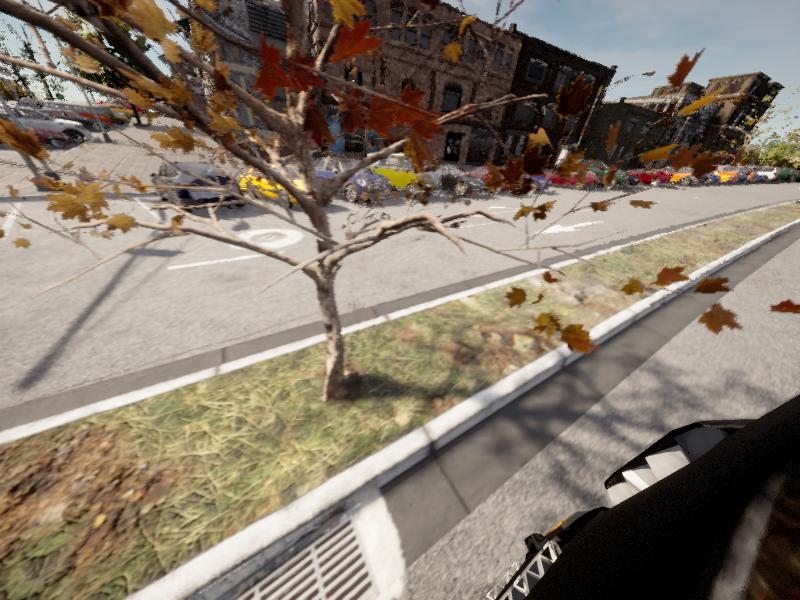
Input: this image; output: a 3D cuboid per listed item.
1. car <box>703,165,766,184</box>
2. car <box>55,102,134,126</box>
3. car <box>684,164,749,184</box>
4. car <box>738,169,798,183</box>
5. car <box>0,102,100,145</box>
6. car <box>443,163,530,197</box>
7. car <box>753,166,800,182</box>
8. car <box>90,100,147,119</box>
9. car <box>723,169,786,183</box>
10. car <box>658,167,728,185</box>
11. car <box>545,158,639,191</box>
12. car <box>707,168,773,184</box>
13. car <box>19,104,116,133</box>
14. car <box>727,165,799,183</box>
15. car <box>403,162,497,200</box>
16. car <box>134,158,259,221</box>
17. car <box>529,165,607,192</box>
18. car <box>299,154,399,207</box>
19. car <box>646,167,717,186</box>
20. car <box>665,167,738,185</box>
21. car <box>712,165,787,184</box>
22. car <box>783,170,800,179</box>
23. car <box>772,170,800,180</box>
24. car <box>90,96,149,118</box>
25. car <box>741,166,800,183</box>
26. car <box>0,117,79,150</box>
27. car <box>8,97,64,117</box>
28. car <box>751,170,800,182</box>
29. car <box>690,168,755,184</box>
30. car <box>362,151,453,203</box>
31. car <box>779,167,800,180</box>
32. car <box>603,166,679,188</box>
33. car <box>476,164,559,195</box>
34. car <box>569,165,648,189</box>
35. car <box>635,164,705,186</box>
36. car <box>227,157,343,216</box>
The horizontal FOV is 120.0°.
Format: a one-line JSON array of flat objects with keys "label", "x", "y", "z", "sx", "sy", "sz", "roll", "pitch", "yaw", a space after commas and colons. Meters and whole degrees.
[{"label": "car", "x": 46.266, "y": -17.596, "z": 32.201, "sx": 1.878, "sy": 1.987, "sz": 4.442, "roll": -26, "pitch": 42, "yaw": -37}, {"label": "car", "x": -36.617, "y": -22.371, "z": 27.953, "sx": 1.946, "sy": 1.575, "sz": 5.366, "roll": 28, "pitch": 40, "yaw": 24}, {"label": "car", "x": 40.774, "y": -16.418, "z": 30.021, "sx": 1.878, "sy": 1.987, "sz": 4.442, "roll": -26, "pitch": 42, "yaw": -37}, {"label": "car", "x": 59.906, "y": -20.340, "z": 37.805, "sx": 2.163, "sy": 1.488, "sz": 4.792, "roll": -26, "pitch": 42, "yaw": -37}, {"label": "car", "x": -26.488, "y": -12.572, "z": 16.448, "sx": 2.435, "sy": 2.045, "sz": 5.566, "roll": 28, "pitch": 40, "yaw": 24}, {"label": "car", "x": 5.446, "y": -7.920, "z": 15.065, "sx": 4.674, "sy": 1.452, "sz": 2.002, "roll": 27, "pitch": 40, "yaw": 33}, {"label": "car", "x": 68.147, "y": -22.331, "z": 40.904, "sx": 2.435, "sy": 2.045, "sz": 5.566, "roll": -26, "pitch": 42, "yaw": -37}, {"label": "car", "x": -45.168, "y": -30.624, "z": 37.284, "sx": 1.946, "sy": 1.575, "sz": 5.366, "roll": 27, "pitch": 40, "yaw": 24}, {"label": "car", "x": 54.400, "y": -19.208, "z": 35.642, "sx": 2.097, "sy": 1.535, "sz": 5.008, "roll": -26, "pitch": 42, "yaw": -37}, {"label": "car", "x": 35.195, "y": -15.088, "z": 28.017, "sx": 2.097, "sy": 1.535, "sz": 5.008, "roll": -27, "pitch": 42, "yaw": -38}, {"label": "car", "x": 16.188, "y": -10.877, "z": 19.797, "sx": 5.566, "sy": 2.045, "sz": 2.435, "roll": 28, "pitch": 40, "yaw": 34}, {"label": "car", "x": 48.917, "y": -18.039, "z": 33.476, "sx": 2.097, "sy": 1.535, "sz": 5.008, "roll": -26, "pitch": 42, "yaw": -37}, {"label": "car", "x": -31.632, "y": -17.319, "z": 22.195, "sx": 2.231, "sy": 1.521, "sz": 4.892, "roll": 28, "pitch": 40, "yaw": 24}, {"label": "car", "x": 57.127, "y": -20.012, "z": 36.599, "sx": 2.435, "sy": 2.045, "sz": 5.566, "roll": -27, "pitch": 42, "yaw": -37}, {"label": "car", "x": 2.788, "y": -7.257, "z": 13.797, "sx": 4.892, "sy": 1.521, "sz": 2.231, "roll": 27, "pitch": 40, "yaw": 33}, {"label": "car", "x": -7.796, "y": -4.428, "z": 8.803, "sx": 4.792, "sy": 1.488, "sz": 2.163, "roll": 26, "pitch": 40, "yaw": 32}, {"label": "car", "x": 13.463, "y": -9.972, "z": 18.758, "sx": 4.674, "sy": 1.452, "sz": 2.002, "roll": 28, "pitch": 41, "yaw": 34}, {"label": "car", "x": -2.513, "y": -5.942, "z": 11.189, "sx": 4.553, "sy": 1.767, "sz": 2.185, "roll": 26, "pitch": 39, "yaw": 32}, {"label": "car", "x": 32.465, "y": -14.471, "z": 26.886, "sx": 2.231, "sy": 1.521, "sz": 4.892, "roll": -27, "pitch": 43, "yaw": -37}, {"label": "car", "x": 37.804, "y": -15.756, "z": 29.217, "sx": 1.946, "sy": 1.575, "sz": 5.366, "roll": -27, "pitch": 43, "yaw": -37}, {"label": "car", "x": 51.646, "y": -18.843, "z": 34.435, "sx": 2.435, "sy": 2.045, "sz": 5.566, "roll": -27, "pitch": 42, "yaw": -37}, {"label": "car", "x": 84.520, "y": -25.717, "z": 47.619, "sx": 1.946, "sy": 1.575, "sz": 5.366, "roll": -27, "pitch": 42, "yaw": -36}, {"label": "car", "x": 76.362, "y": -23.874, "z": 44.289, "sx": 2.097, "sy": 1.535, "sz": 5.008, "roll": -26, "pitch": 42, "yaw": -37}, {"label": "car", "x": -46.984, "y": -32.377, "z": 38.845, "sx": 2.435, "sy": 2.045, "sz": 5.566, "roll": 28, "pitch": 40, "yaw": 23}, {"label": "car", "x": 62.658, "y": -21.163, "z": 38.739, "sx": 2.435, "sy": 2.045, "sz": 5.566, "roll": -26, "pitch": 42, "yaw": -37}, {"label": "car", "x": -24.835, "y": -10.674, "z": 14.730, "sx": 2.002, "sy": 1.452, "sz": 4.674, "roll": 28, "pitch": 40, "yaw": 24}, {"label": "car", "x": -43.527, "y": -23.268, "z": 27.795, "sx": 2.128, "sy": 1.511, "sz": 4.902, "roll": -18, "pitch": 44, "yaw": -31}, {"label": "car", "x": 65.391, "y": -21.510, "z": 39.971, "sx": 2.163, "sy": 1.488, "sz": 4.792, "roll": -26, "pitch": 42, "yaw": -37}, {"label": "car", "x": 43.404, "y": -16.850, "z": 31.333, "sx": 2.163, "sy": 1.488, "sz": 4.792, "roll": -27, "pitch": 42, "yaw": -37}, {"label": "car", "x": 0.241, "y": -6.691, "z": 12.339, "sx": 4.442, "sy": 1.987, "sz": 1.878, "roll": 26, "pitch": 40, "yaw": 32}, {"label": "car", "x": 81.870, "y": -25.265, "z": 46.315, "sx": 2.435, "sy": 2.045, "sz": 5.566, "roll": -26, "pitch": 42, "yaw": -36}, {"label": "car", "x": 24.272, "y": -12.613, "z": 23.474, "sx": 5.008, "sy": 1.535, "sz": 2.097, "roll": 29, "pitch": 41, "yaw": 35}, {"label": "car", "x": 8.110, "y": -8.617, "z": 16.316, "sx": 4.674, "sy": 1.452, "sz": 2.002, "roll": 27, "pitch": 40, "yaw": 33}, {"label": "car", "x": 18.852, "y": -11.334, "z": 21.142, "sx": 5.008, "sy": 1.535, "sz": 2.097, "roll": 28, "pitch": 40, "yaw": 34}, {"label": "car", "x": 29.740, "y": -13.960, "z": 25.682, "sx": 4.553, "sy": 1.767, "sz": 2.185, "roll": 29, "pitch": 42, "yaw": 35}, {"label": "car", "x": -4.981, "y": -5.029, "z": 9.843, "sx": 5.366, "sy": 1.575, "sz": 1.946, "roll": 26, "pitch": 39, "yaw": 32}]
